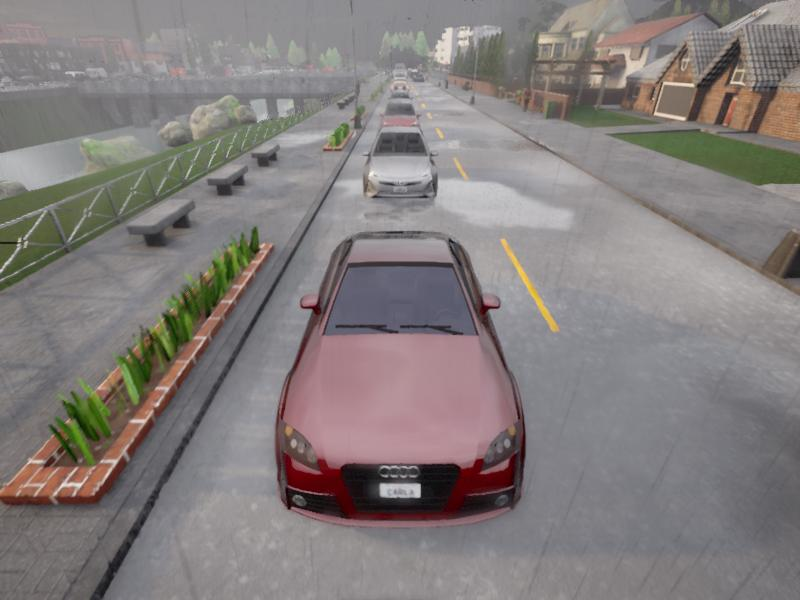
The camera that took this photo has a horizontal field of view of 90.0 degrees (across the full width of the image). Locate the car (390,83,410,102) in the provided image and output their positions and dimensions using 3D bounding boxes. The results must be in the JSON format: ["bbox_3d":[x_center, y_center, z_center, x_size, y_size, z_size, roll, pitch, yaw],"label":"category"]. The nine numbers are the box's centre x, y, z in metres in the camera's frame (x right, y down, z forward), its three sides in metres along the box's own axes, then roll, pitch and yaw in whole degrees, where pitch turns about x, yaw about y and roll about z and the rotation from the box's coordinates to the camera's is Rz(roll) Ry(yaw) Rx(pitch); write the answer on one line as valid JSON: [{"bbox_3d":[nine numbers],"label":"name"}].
[{"bbox_3d":[0.021,-20.408,39.334,1.845,1.501,3.633,0,30,0],"label":"car"}]

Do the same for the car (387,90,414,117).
[{"bbox_3d":[0.017,-14.179,28.750,1.816,1.474,4.193,0,30,0],"label":"car"}]

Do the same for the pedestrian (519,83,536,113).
[{"bbox_3d":[8.960,-14.171,28.103,0.751,1.860,0.751,4,31,7],"label":"pedestrian"}]

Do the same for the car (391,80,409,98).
[{"bbox_3d":[0.024,-23.919,45.324,1.882,1.535,5.008,0,30,0],"label":"car"}]

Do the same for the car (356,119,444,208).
[{"bbox_3d":[0.009,-4.082,11.451,2.007,1.525,4.514,0,30,0],"label":"car"}]

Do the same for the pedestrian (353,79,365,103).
[{"bbox_3d":[-3.715,-18.982,36.316,0.751,1.860,0.751,-14,33,-23],"label":"pedestrian"}]

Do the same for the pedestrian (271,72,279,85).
[{"bbox_3d":[-20.608,-36.448,65.873,0.751,1.860,0.751,2,30,4],"label":"pedestrian"}]

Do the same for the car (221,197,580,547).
[{"bbox_3d":[0.004,0.152,4.377,1.994,1.385,4.181,0,30,0],"label":"car"}]

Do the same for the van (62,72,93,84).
[{"bbox_3d":[-61.644,-42.558,76.644,2.069,2.038,4.480,0,30,0],"label":"van"}]

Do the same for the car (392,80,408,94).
[{"bbox_3d":[0.032,-27.587,51.756,1.994,1.385,4.181,0,30,0],"label":"car"}]

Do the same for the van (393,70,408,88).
[{"bbox_3d":[0.035,-36.891,66.589,2.351,2.431,6.366,0,30,0],"label":"van"}]

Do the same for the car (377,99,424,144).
[{"bbox_3d":[0.013,-8.853,19.601,2.007,1.525,4.514,0,30,0],"label":"car"}]
